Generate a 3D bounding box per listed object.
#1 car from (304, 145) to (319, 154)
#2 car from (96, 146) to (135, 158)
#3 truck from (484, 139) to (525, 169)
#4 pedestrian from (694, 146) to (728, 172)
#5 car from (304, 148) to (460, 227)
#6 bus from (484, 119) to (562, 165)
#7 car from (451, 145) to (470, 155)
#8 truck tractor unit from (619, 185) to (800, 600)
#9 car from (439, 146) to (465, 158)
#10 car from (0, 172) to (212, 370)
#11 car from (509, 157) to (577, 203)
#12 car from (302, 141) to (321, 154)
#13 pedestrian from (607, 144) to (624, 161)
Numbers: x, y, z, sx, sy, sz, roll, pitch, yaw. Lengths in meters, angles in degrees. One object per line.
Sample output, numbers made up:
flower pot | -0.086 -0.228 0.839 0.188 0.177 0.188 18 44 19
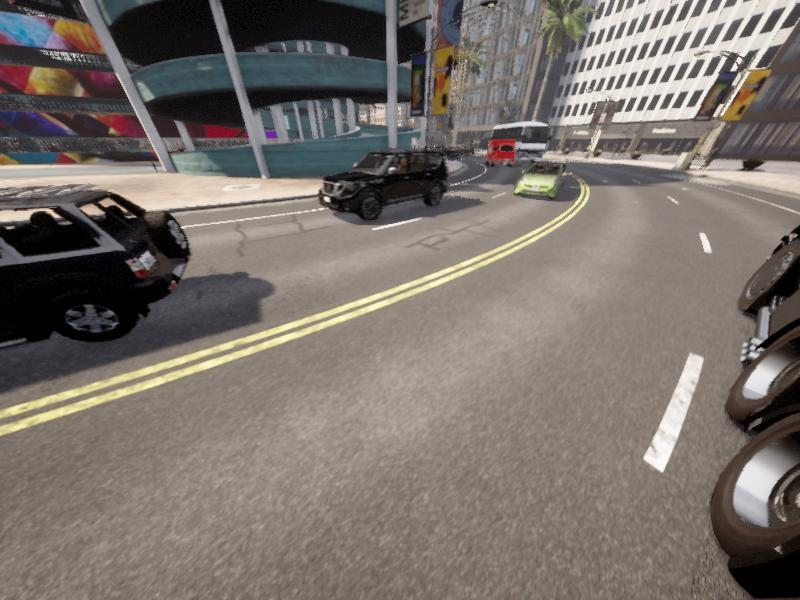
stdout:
car | -18.408 -31.401 48.156 2.007 1.523 4.514 -15 37 -21
car | -45.300 -23.784 36.975 2.161 1.482 4.786 -15 37 -21
truck | 11.058 -15.956 25.100 2.627 2.467 5.204 6 35 8
pedestrian | 26.655 -12.145 19.854 0.751 1.860 0.751 12 36 17
car | -0.371 -4.688 9.068 5.566 2.045 2.150 -27 43 -34
bus | 15.361 -20.744 30.513 3.944 4.253 10.273 -1 34 -3
car | 12.696 -31.536 48.556 1.789 1.549 3.705 -14 37 -20
truck tractor unit | 4.973 -0.418 0.961 6.516 4.208 3.053 -24 42 -30
car | 9.177 -26.370 41.075 2.128 1.511 4.902 -13 37 -18
car | -5.602 -0.314 2.839 4.605 1.855 1.932 -17 38 -23
car | 7.526 -6.371 11.999 2.007 1.525 4.514 22 40 29
car | -18.382 -31.694 47.890 2.435 2.045 5.566 -15 37 -21
pedestrian | 28.726 -19.707 30.848 0.751 1.860 0.751 5 35 6
